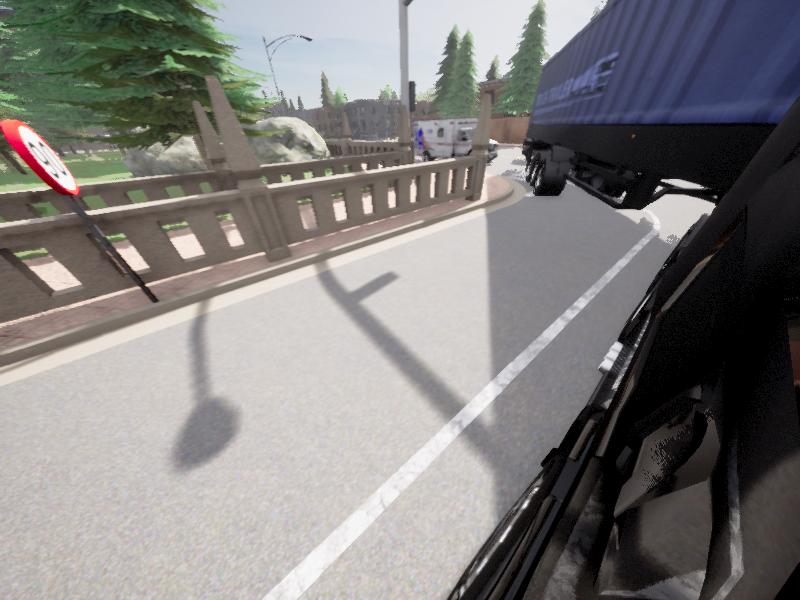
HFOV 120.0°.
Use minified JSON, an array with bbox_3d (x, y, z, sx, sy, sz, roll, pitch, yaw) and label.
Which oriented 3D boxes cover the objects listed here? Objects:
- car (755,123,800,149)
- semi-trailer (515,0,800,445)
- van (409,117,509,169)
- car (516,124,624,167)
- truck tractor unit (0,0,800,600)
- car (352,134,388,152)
[{"bbox_3d":[28.371,-12.078,16.949,4.181,1.385,1.994,-27,43,-29],"label":"car"},{"bbox_3d":[5.756,-4.668,5.823,2.717,4.402,14.254,9,38,13],"label":"semi-trailer"},{"bbox_3d":[3.584,-10.816,15.817,2.351,2.431,6.366,-27,43,-29],"label":"van"},{"bbox_3d":[10.014,-9.445,14.080,1.932,1.855,4.605,-29,44,-30],"label":"car"},{"bbox_3d":[2.645,-0.295,0.351,6.516,4.208,3.053,-28,44,-30],"label":"truck tractor unit"},{"bbox_3d":[-3.652,-19.095,28.017,2.007,1.525,4.514,-27,43,-29],"label":"car"}]
